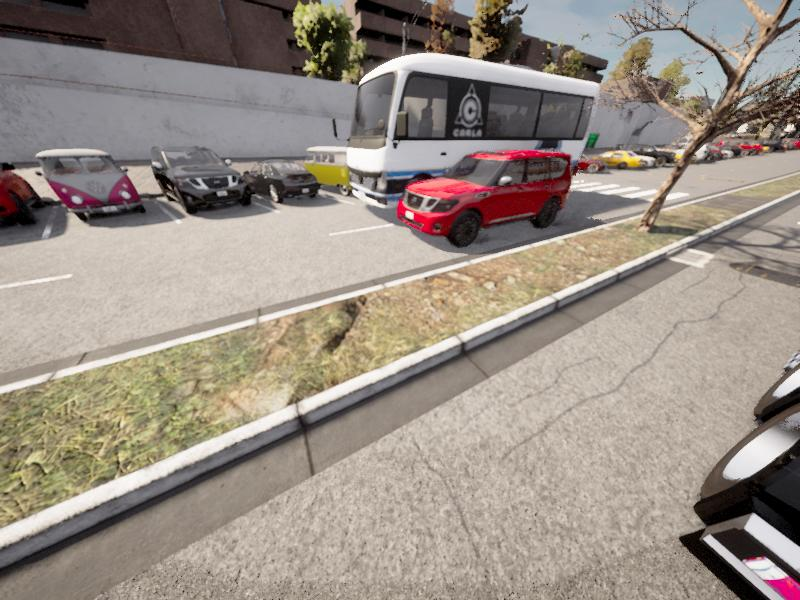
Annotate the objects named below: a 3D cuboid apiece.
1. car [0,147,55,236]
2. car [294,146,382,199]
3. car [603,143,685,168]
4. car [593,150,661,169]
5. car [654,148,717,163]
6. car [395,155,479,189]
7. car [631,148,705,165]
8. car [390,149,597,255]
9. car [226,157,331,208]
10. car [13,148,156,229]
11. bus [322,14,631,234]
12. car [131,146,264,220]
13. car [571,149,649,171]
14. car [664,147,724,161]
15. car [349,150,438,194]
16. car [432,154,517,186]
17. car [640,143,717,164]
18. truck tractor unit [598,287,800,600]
[{"bbox_3d":[-13.613,-3.457,7.106,5.566,2.045,2.435,26,42,33],"label":"car"},{"bbox_3d":[-3.202,-6.691,11.887,4.442,1.987,1.878,26,42,33],"label":"car"},{"bbox_3d":[25.876,-15.583,24.832,5.566,2.045,2.435,26,42,33],"label":"car"},{"bbox_3d":[23.211,-14.537,23.828,4.674,1.452,2.002,26,42,33],"label":"car"},{"bbox_3d":[36.371,-18.687,29.713,4.792,1.488,2.163,26,43,33],"label":"car"},{"bbox_3d":[2.127,-8.038,14.330,4.674,1.452,2.002,26,42,33],"label":"car"},{"bbox_3d":[31.262,-16.972,27.238,5.366,1.575,1.946,26,42,33],"label":"car"},{"bbox_3d":[2.683,-3.204,6.856,5.566,2.045,2.150,-17,38,-24],"label":"car"},{"bbox_3d":[-5.727,-5.653,10.769,4.892,1.521,2.231,26,42,33],"label":"car"},{"bbox_3d":[-10.877,-4.191,8.226,4.442,1.987,1.878,26,42,33],"label":"car"},{"bbox_3d":[3.010,-6.085,9.071,10.273,4.253,3.944,-17,38,-23],"label":"bus"},{"bbox_3d":[-8.325,-5.051,9.440,5.566,2.045,2.435,26,42,33],"label":"car"},{"bbox_3d":[20.433,-13.820,22.714,5.366,1.575,1.946,26,42,33],"label":"car"},{"bbox_3d":[39.038,-19.509,30.881,4.674,1.452,2.002,26,42,33],"label":"car"},{"bbox_3d":[-0.471,-7.360,13.043,4.553,1.767,2.185,26,42,33],"label":"car"},{"bbox_3d":[4.787,-8.851,15.502,4.792,1.488,2.163,26,42,33],"label":"car"},{"bbox_3d":[33.735,-18.084,28.385,5.566,2.045,2.435,26,43,33],"label":"car"},{"bbox_3d":[5.149,-0.261,0.726,6.516,4.208,3.053,-17,38,-22],"label":"truck tractor unit"}]
